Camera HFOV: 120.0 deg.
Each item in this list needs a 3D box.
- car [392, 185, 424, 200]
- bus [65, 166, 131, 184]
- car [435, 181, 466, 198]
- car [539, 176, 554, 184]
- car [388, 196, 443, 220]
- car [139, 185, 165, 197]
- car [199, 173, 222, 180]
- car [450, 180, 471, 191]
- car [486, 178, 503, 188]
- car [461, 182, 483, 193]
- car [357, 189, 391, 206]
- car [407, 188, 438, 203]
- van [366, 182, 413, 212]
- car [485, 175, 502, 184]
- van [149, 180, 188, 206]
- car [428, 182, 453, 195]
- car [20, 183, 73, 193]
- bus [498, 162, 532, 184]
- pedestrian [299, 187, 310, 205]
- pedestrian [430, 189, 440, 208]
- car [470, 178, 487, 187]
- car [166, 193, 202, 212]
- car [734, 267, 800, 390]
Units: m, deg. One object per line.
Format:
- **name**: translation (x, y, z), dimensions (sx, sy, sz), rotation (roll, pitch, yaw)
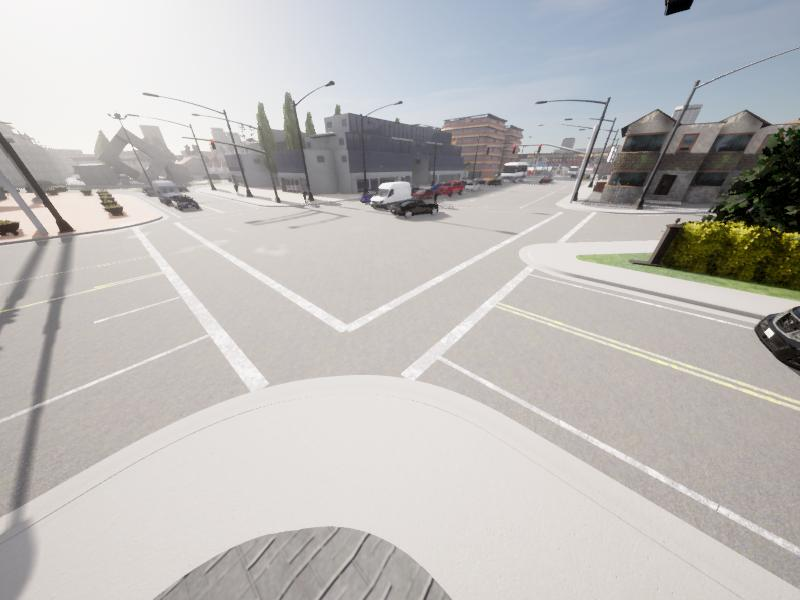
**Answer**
- **car**: translation (1.308, -16.122, 34.497), dimensions (1.930, 1.638, 5.238), rotation (23, 37, 34)
- **bus**: translation (-87.132, -36.417, 67.126), dimensions (3.944, 4.253, 10.273), rotation (8, 31, 14)
- **car**: translation (8.046, -17.633, 36.636), dimensions (2.150, 2.045, 5.566), rotation (23, 37, 34)
- **car**: translation (34.574, -28.384, 54.528), dimensions (1.994, 1.385, 4.181), rotation (23, 38, 34)
- **car**: translation (1.496, -8.987, 22.332), dimensions (5.008, 1.535, 1.882), rotation (-17, 34, -27)
- **car**: translation (-40.068, -17.626, 37.311), dimensions (3.633, 1.501, 1.845), rotation (21, 36, 32)
- **car**: translation (-67.234, -43.674, 81.917), dimensions (5.566, 2.045, 2.150), rotation (-2, 30, -4)
- **car**: translation (11.913, -22.590, 45.435), dimensions (1.837, 1.490, 4.892), rotation (23, 39, 34)
- **car**: translation (20.157, -24.984, 49.153), dimensions (1.816, 1.474, 4.193), rotation (23, 39, 34)
- **car**: translation (13.072, -20.488, 41.945), dimensions (1.812, 1.442, 4.674), rotation (23, 38, 34)
- **car**: translation (-3.261, -13.293, 29.836), dimensions (1.816, 1.474, 4.193), rotation (23, 37, 34)
- **car**: translation (3.182, -14.408, 31.735), dimensions (1.812, 1.442, 4.674), rotation (23, 37, 34)
- **van**: translation (-1.027, -12.051, 26.630), dimensions (1.988, 2.561, 5.915), rotation (20, 35, 30)
- **car**: translation (22.889, -29.572, 56.595), dimensions (1.882, 1.535, 5.008), rotation (23, 38, 34)
- **van**: translation (-29.986, -13.922, 29.886), dimensions (5.915, 2.561, 1.988), rotation (23, 37, 34)
- **car**: translation (7.097, -19.604, 40.497), dimensions (1.882, 1.535, 5.008), rotation (23, 38, 34)
- **car**: translation (-64.202, -20.406, 42.063), dimensions (4.974, 1.542, 2.038), rotation (-5, 30, -9)
- **bus**: translation (28.125, -31.109, 56.427), dimensions (3.944, 4.253, 10.273), rotation (23, 37, 34)
- **pedestrian**: translation (-11.490, -12.612, 27.942), dimensions (0.751, 1.860, 0.751), rotation (-4, 30, -7)
- **pedestrian**: translation (4.035, -11.615, 26.489), dimensions (0.751, 1.860, 0.751), rotation (15, 33, 24)
- **car**: translation (17.351, -25.982, 50.998), dimensions (1.994, 1.385, 4.181), rotation (23, 39, 34)
- **car**: translation (-24.281, -11.043, 25.962), dimensions (4.193, 1.474, 1.816), rotation (23, 37, 34)
- **car**: translation (11.035, 1.388, 3.860), dimensions (5.566, 2.045, 2.150), rotation (23, 37, 34)
